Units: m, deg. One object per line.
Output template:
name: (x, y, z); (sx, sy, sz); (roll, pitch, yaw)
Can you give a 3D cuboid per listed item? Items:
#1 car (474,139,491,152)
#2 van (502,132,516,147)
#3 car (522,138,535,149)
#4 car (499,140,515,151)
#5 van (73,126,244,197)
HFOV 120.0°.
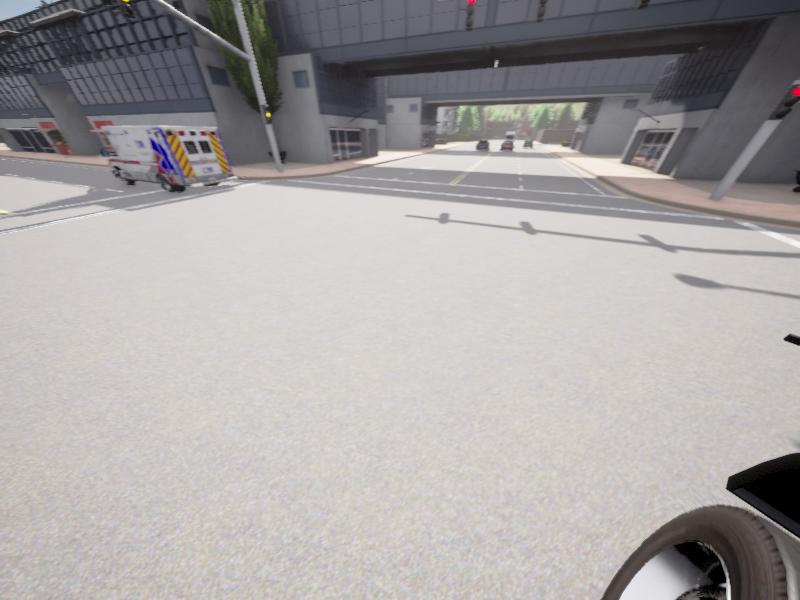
car: (13.244, -24.685, 36.845); (1.837, 1.490, 4.892); (14, 38, 18)
van: (23.276, -34.149, 49.136); (1.988, 2.561, 5.915); (13, 38, 17)
car: (24.398, -29.797, 43.912); (1.851, 1.617, 3.988); (15, 38, 19)
car: (17.598, -25.362, 37.922); (1.994, 1.385, 4.181); (13, 38, 17)
van: (-11.258, -6.725, 10.987); (6.366, 2.431, 2.351); (14, 38, 18)
